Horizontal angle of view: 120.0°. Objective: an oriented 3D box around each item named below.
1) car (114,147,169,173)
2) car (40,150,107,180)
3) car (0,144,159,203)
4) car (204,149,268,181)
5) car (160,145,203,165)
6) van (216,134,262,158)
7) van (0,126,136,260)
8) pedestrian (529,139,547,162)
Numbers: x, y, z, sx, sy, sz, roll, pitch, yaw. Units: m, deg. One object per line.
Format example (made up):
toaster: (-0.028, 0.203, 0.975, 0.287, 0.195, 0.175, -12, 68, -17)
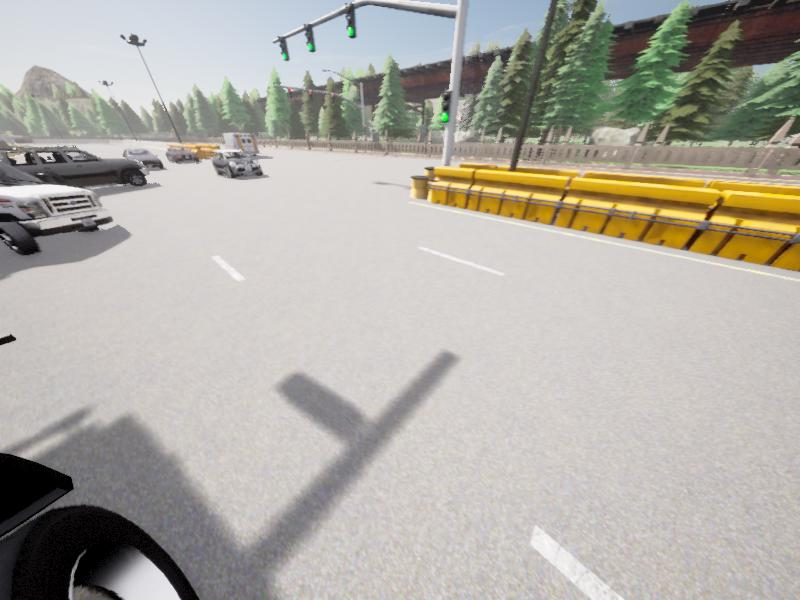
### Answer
car: (-20.841, -11.358, 18.593, 5.357, 1.411, 2.033, 27, 43, 32)
car: (-21.807, -9.131, 15.482, 4.181, 1.385, 1.994, 26, 43, 31)
car: (-15.139, -6.134, 10.842, 1.932, 1.855, 4.605, 16, 38, 22)
car: (-10.809, -8.989, 15.211, 3.806, 1.475, 1.970, 27, 43, 32)
car: (-21.819, -14.515, 23.049, 4.181, 1.385, 1.994, 27, 43, 32)
van: (-20.585, -19.792, 29.554, 6.366, 2.431, 2.351, 27, 44, 33)
van: (-11.033, -2.227, 4.969, 6.366, 2.431, 2.351, -6, 30, -10)
pedestrian: (13.135, -14.272, 22.050, 0.751, 1.860, 0.751, 27, 43, 32)
